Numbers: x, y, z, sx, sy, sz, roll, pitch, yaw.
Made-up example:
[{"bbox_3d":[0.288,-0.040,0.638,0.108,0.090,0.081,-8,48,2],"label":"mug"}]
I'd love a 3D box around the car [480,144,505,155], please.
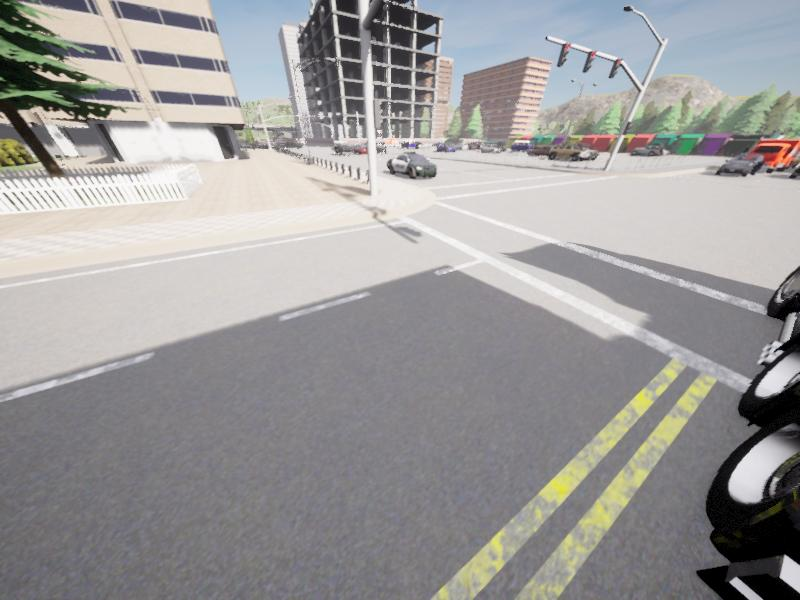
[{"bbox_3d":[17.413,-28.498,43.675,1.970,1.475,3.806,-18,39,-24],"label":"car"}]

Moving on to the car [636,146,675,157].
[{"bbox_3d":[43.222,-25.233,39.205,1.970,1.475,3.806,-18,39,-24],"label":"car"}]

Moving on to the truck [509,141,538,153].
[{"bbox_3d":[24.971,-31.181,47.011,2.069,2.038,4.478,-18,39,-24],"label":"truck"}]

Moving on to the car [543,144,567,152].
[{"bbox_3d":[34.670,-33.986,51.668,1.784,1.438,3.905,-18,39,-24],"label":"car"}]

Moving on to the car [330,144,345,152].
[{"bbox_3d":[-13.552,-32.867,49.915,1.812,1.442,4.674,-18,39,-24],"label":"car"}]

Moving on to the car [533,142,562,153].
[{"bbox_3d":[32.112,-33.394,50.424,1.932,1.855,4.605,-18,39,-24],"label":"car"}]

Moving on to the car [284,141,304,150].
[{"bbox_3d":[-26.388,-38.642,57.639,3.866,1.878,1.905,-18,39,-25],"label":"car"}]

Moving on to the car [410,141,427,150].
[{"bbox_3d":[4.485,-38.715,57.836,1.932,1.855,4.605,-18,39,-24],"label":"car"}]

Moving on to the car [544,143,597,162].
[{"bbox_3d":[21.038,-18.450,28.825,1.932,1.855,4.605,-18,39,-24],"label":"car"}]

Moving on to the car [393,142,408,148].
[{"bbox_3d":[0.165,-51.742,77.015,4.611,1.667,2.242,-18,39,-24],"label":"car"}]

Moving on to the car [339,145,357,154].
[{"bbox_3d":[-10.119,-29.330,44.986,1.895,1.301,4.718,-18,39,-24],"label":"car"}]

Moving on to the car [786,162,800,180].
[{"bbox_3d":[31.590,-9.869,17.070,5.027,1.651,2.152,-18,39,-24],"label":"car"}]

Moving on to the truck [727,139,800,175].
[{"bbox_3d":[33.347,-13.006,20.856,5.204,2.467,2.627,-17,38,-23],"label":"truck"}]

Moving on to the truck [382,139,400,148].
[{"bbox_3d":[-2.988,-53.413,78.572,5.204,2.467,2.627,-18,39,-24],"label":"truck"}]

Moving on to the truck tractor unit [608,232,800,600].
[{"bbox_3d":[5.056,-0.352,0.858,6.516,4.208,3.053,-20,40,-27],"label":"truck tractor unit"}]

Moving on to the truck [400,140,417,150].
[{"bbox_3d":[1.994,-37.961,56.563,2.069,2.038,4.478,-18,39,-24],"label":"truck"}]

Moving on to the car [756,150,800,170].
[{"bbox_3d":[39.930,-14.599,23.986,5.366,1.575,1.801,-17,38,-23],"label":"car"}]

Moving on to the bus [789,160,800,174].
[{"bbox_3d":[40.357,-13.484,20.045,10.273,4.253,3.944,-17,38,-23],"label":"bus"}]

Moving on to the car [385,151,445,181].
[{"bbox_3d":[0.919,-10.081,17.183,2.038,1.542,4.974,-17,38,-23],"label":"car"}]

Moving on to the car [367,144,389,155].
[{"bbox_3d":[-4.030,-27.313,41.927,1.882,1.535,5.008,-18,39,-24],"label":"car"}]

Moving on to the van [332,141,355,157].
[{"bbox_3d":[-9.317,-24.763,37.768,2.069,2.038,4.480,-18,39,-24],"label":"van"}]

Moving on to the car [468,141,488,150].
[{"bbox_3d":[19.909,-39.396,58.952,1.932,1.855,4.605,-18,39,-24],"label":"car"}]

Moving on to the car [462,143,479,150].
[{"bbox_3d":[17.592,-38.459,57.952,1.784,1.438,3.905,-18,39,-24],"label":"car"}]

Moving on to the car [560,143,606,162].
[{"bbox_3d":[23.589,-19.217,29.957,1.905,1.878,3.866,-18,39,-24],"label":"car"}]

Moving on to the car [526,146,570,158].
[{"bbox_3d":[22.810,-22.994,35.792,2.033,1.415,5.357,-18,39,-24],"label":"car"}]

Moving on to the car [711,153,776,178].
[{"bbox_3d":[27.366,-10.801,18.454,3.633,1.501,1.845,-17,38,-23],"label":"car"}]

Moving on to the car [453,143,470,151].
[{"bbox_3d":[15.065,-37.636,56.802,1.970,1.475,3.806,-18,39,-24],"label":"car"}]

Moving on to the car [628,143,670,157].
[{"bbox_3d":[40.692,-24.638,37.907,1.905,1.878,3.866,-18,39,-24],"label":"car"}]

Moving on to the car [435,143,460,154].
[{"bbox_3d":[9.360,-30.227,45.964,2.242,1.667,4.611,-18,39,-24],"label":"car"}]

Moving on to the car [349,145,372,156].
[{"bbox_3d":[-6.987,-26.227,40.387,2.163,1.488,4.792,-18,39,-24],"label":"car"}]
